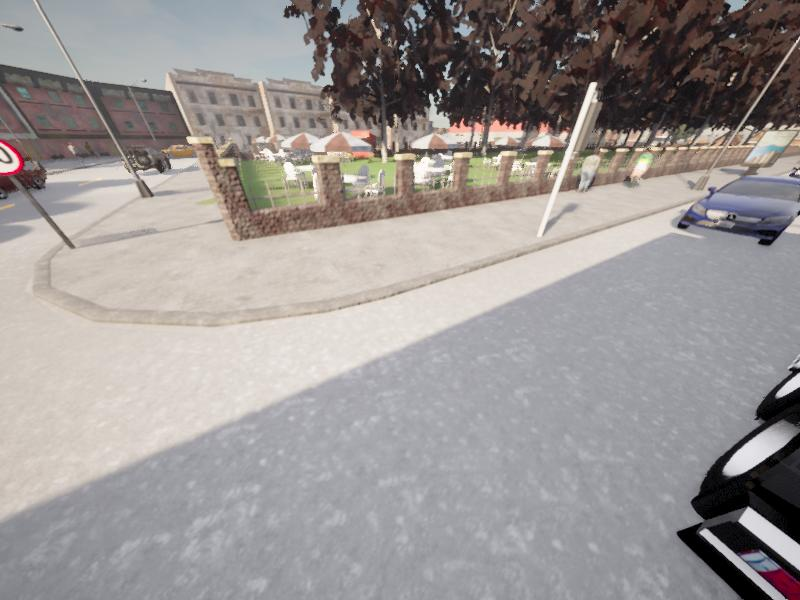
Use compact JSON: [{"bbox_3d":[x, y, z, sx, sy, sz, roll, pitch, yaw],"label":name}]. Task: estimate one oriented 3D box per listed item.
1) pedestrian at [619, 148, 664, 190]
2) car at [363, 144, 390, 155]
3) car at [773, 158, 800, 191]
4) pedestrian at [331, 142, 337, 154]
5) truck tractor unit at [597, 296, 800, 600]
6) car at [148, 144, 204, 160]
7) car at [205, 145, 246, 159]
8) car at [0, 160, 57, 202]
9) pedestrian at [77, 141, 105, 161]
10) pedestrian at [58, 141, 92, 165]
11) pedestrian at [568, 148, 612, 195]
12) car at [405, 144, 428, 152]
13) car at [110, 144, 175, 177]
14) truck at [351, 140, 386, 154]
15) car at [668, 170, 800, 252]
[{"bbox_3d":[12.567,-6.839,12.080,0.751,1.860,0.751,-17,39,-24],"label":"pedestrian"},{"bbox_3d":[-4.351,-27.835,42.622,4.514,1.525,2.007,-18,39,-24],"label":"car"},{"bbox_3d":[24.108,-7.300,13.355,3.633,1.501,1.845,-19,39,-25],"label":"car"},{"bbox_3d":[-12.354,-28.480,43.147,0.751,1.860,0.751,-9,36,-12],"label":"pedestrian"},{"bbox_3d":[5.160,-0.249,0.698,6.516,4.208,3.053,-16,38,-21],"label":"truck tractor unit"},{"bbox_3d":[-29.872,-19.911,31.015,1.882,1.535,5.008,11,36,16],"label":"car"},{"bbox_3d":[-24.435,-20.844,32.455,1.970,1.475,3.806,21,40,28],"label":"car"},{"bbox_3d":[-18.969,-5.474,10.572,1.895,1.301,4.718,-18,39,-24],"label":"car"},{"bbox_3d":[-33.831,-16.331,25.329,0.751,1.860,0.751,-6,35,-9],"label":"pedestrian"},{"bbox_3d":[-30.150,-13.624,21.470,0.751,1.860,0.751,-9,36,-13],"label":"pedestrian"},{"bbox_3d":[8.959,-6.075,10.953,0.751,1.860,0.751,-18,39,-25],"label":"pedestrian"},{"bbox_3d":[3.574,-33.054,50.187,4.514,1.525,2.007,-18,39,-24],"label":"car"},{"bbox_3d":[-19.797,-11.055,18.077,1.932,1.855,4.605,-18,39,-24],"label":"car"},{"bbox_3d":[-6.157,-30.152,45.435,6.274,2.098,2.390,-18,39,-25],"label":"truck"},{"bbox_3d":[10.678,-2.913,7.013,4.674,1.442,1.812,-19,39,-25],"label":"car"}]
